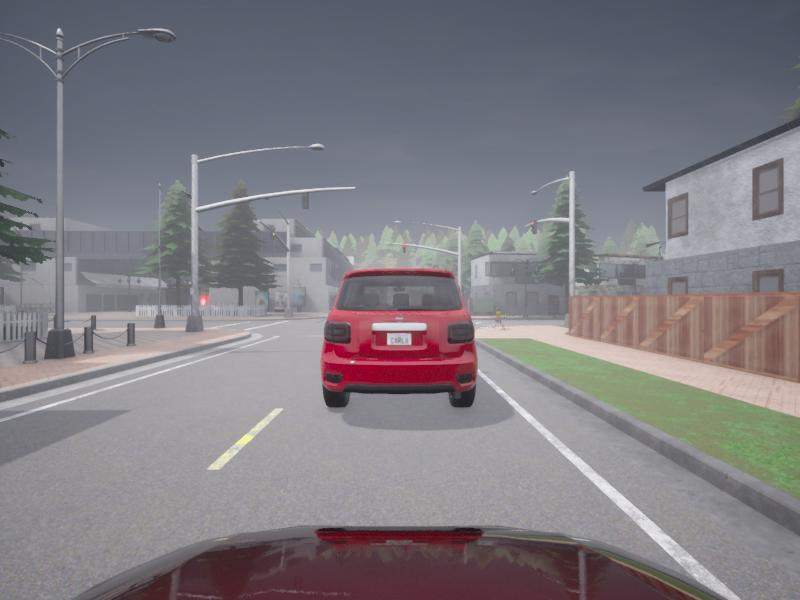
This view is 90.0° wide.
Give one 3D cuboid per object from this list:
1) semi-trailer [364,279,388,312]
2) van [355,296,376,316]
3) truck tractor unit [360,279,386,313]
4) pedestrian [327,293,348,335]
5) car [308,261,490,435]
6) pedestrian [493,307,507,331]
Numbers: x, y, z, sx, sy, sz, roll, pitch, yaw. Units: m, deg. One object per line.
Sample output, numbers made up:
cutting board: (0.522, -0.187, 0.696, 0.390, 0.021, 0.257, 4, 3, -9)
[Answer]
semi-trailer: (-3.507, -0.617, 61.576, 2.717, 4.402, 14.254, 0, 0, 1)
van: (-3.563, 0.598, 41.977, 1.775, 1.987, 4.442, 0, 0, 0)
truck tractor unit: (-3.566, -0.508, 53.660, 3.053, 4.208, 6.516, 0, 0, 0)
pedestrian: (-2.845, 0.637, 18.155, 0.751, 1.860, 0.751, 0, 0, 10)
car: (-0.013, 0.568, 7.496, 2.150, 2.045, 5.566, 0, 0, 0)
pedestrian: (4.714, 0.866, 18.825, 0.500, 1.100, 0.500, 0, 0, -6)
